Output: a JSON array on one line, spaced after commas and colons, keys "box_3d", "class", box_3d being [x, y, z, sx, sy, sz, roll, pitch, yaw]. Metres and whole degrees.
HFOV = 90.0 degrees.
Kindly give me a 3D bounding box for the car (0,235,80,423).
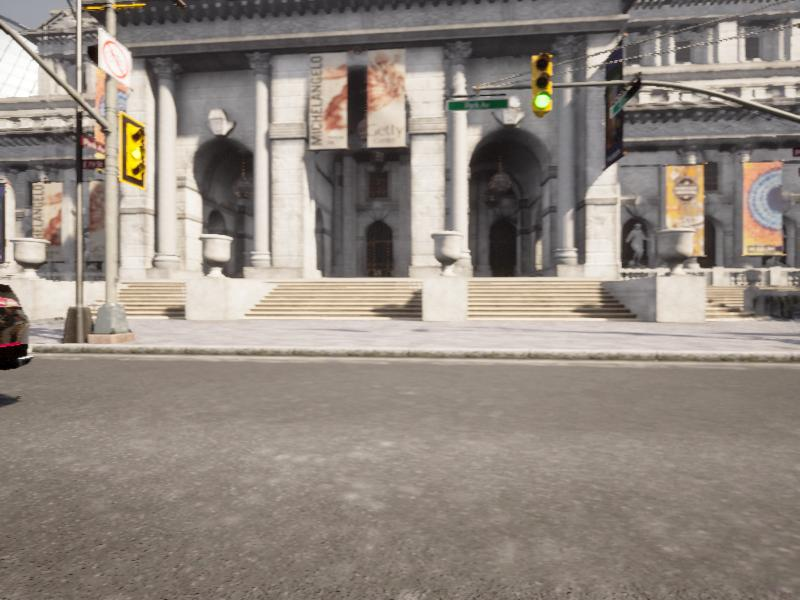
[{"box_3d": [-5.680, 0.231, 3.093, 4.902, 1.511, 2.128, 0, 0, 5], "class": "car"}]
